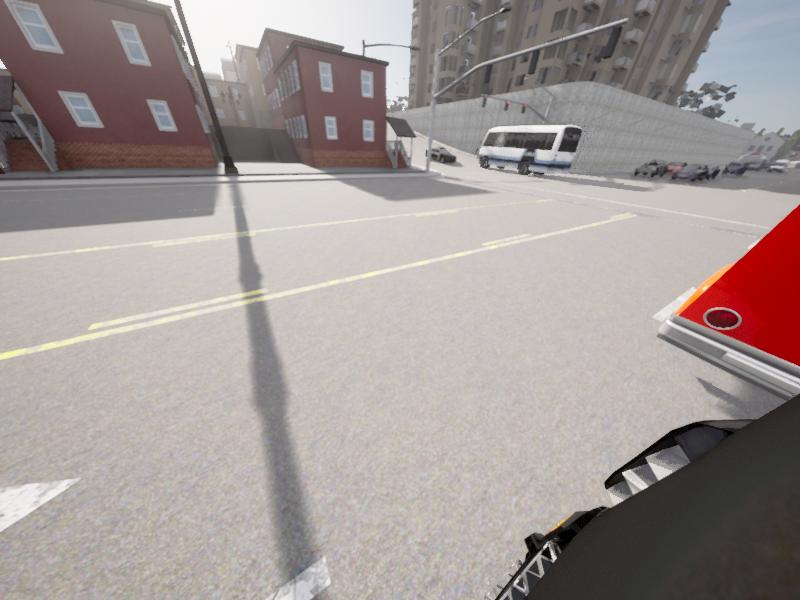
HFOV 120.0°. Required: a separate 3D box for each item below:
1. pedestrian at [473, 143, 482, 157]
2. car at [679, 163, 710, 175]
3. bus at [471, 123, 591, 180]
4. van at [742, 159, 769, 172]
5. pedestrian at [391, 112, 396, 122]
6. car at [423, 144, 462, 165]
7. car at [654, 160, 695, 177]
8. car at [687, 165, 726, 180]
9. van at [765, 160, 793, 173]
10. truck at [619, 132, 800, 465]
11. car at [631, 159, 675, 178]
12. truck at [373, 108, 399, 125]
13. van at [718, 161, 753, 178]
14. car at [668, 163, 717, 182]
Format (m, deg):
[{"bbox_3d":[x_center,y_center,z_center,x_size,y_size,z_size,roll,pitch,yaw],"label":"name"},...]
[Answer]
[{"bbox_3d":[12.415,-24.069,37.031,0.751,1.860,0.751,-16,38,-25],"label":"pedestrian"},{"bbox_3d":[46.107,-20.480,36.157,4.193,1.474,1.816,-16,38,-26],"label":"car"},{"bbox_3d":[13.090,-16.212,25.034,3.944,4.253,10.273,-14,38,-23],"label":"bus"},{"bbox_3d":[86.058,-32.638,55.939,5.915,2.561,1.988,-16,38,-26],"label":"van"},{"bbox_3d":[-1.566,-43.342,54.703,0.751,1.860,0.751,-17,38,-26],"label":"pedestrian"},{"bbox_3d":[5.472,-19.205,30.483,1.930,1.638,5.238,-16,44,-26],"label":"car"},{"bbox_3d":[37.976,-18.230,31.976,4.553,1.767,2.097,-16,38,-26],"label":"car"},{"bbox_3d":[38.236,-15.949,28.821,3.633,1.501,1.845,-16,38,-26],"label":"car"},{"bbox_3d":[87.248,-30.736,53.174,5.915,2.561,1.988,-16,38,-26],"label":"van"},{"bbox_3d":[5.759,-0.222,2.347,5.204,2.467,2.627,-14,37,-23],"label":"truck"},{"bbox_3d":[31.312,-16.314,28.601,4.605,1.855,1.932,-16,38,-26],"label":"car"},{"bbox_3d":[-4.652,-61.459,77.568,8.468,3.827,2.891,-16,38,-25],"label":"truck"},{"bbox_3d":[50.940,-19.855,35.078,4.442,1.987,1.775,-16,38,-26],"label":"van"},{"bbox_3d":[33.229,-14.520,26.273,4.856,1.649,2.033,-16,38,-26],"label":"car"}]
